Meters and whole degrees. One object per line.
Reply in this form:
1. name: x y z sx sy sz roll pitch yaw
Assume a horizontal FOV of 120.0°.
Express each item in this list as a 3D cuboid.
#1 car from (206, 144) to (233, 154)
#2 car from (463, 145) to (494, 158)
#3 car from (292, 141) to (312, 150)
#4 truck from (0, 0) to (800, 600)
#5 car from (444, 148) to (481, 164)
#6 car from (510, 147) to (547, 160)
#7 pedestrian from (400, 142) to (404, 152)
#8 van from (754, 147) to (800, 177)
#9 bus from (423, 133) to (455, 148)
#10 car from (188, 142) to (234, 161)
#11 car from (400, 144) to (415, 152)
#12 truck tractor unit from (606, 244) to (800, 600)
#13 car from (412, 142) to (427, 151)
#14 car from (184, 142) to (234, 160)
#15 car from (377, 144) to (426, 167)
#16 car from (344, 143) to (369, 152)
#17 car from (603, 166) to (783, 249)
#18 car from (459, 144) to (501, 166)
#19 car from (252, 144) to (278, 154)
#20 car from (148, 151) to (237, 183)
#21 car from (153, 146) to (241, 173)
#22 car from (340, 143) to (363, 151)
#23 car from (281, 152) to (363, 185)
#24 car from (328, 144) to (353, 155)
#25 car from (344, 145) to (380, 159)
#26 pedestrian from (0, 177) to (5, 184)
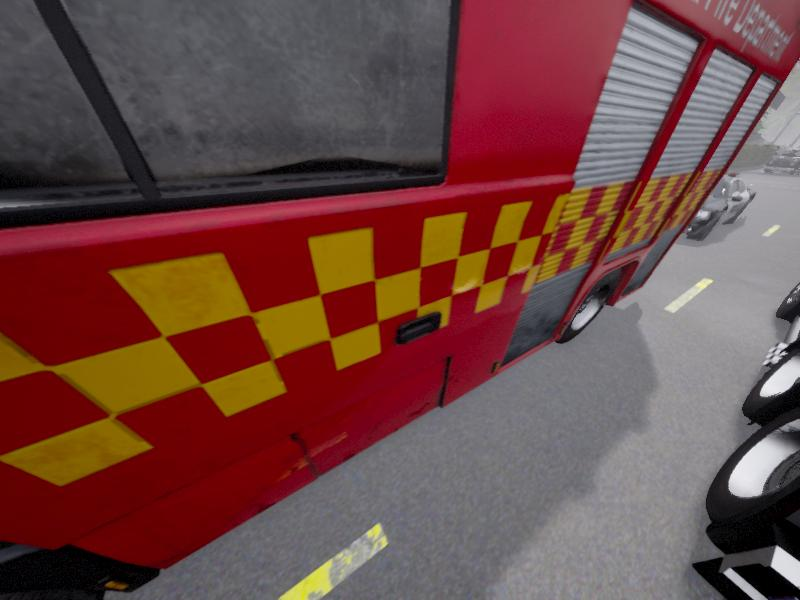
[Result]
1. car: -33.864 -28.505 43.450 3.633 1.501 1.845 -18 39 -25
2. car: 13.527 -25.869 40.156 2.033 1.649 4.856 -18 39 -24
3. car: -26.951 -42.477 63.454 4.605 1.855 1.932 -19 39 -25
4. truck: -0.402 -0.985 2.062 8.468 3.827 2.891 -18 39 -24
5. car: 7.504 -17.371 27.782 3.806 1.475 1.970 -18 39 -25
6. car: 20.192 -23.172 36.431 2.007 1.525 4.514 -18 39 -24
7. pedestrian: 0.430 -34.281 51.618 0.751 1.860 0.751 -15 38 -20
8. van: 34.913 -12.127 20.208 4.480 2.038 2.069 -7 37 -11
9. bus: 13.496 -54.769 79.349 10.273 4.253 3.944 -19 39 -25
10. car: -22.842 -18.162 28.170 3.866 1.878 1.905 -18 39 -25
11. car: 1.755 -37.608 57.052 1.970 1.475 3.806 -18 39 -24
12. truck tractor unit: 5.075 -0.335 0.830 6.516 4.208 3.053 -20 40 -26
13. car: 4.941 -38.614 58.158 1.905 1.878 3.866 -18 39 -24
14. car: -24.656 -19.470 30.070 4.605 1.855 1.932 -18 39 -25
15. car: 0.190 -15.165 24.093 4.605 1.855 1.932 -18 39 -25
16. car: -9.731 -34.384 52.012 5.027 1.636 2.152 -18 39 -25
17. car: 9.191 -3.164 7.281 4.974 1.542 2.038 -18 39 -25
18. car: 8.645 -15.781 25.011 3.866 1.878 1.905 -18 39 -25
19. car: -25.950 -29.121 44.417 3.806 1.475 1.970 -18 39 -25
20. car: -12.922 -8.591 14.783 3.806 1.475 1.970 -18 39 -25
21. car: -16.422 -11.749 19.150 5.027 1.636 2.152 -18 39 -25
22. car: -11.350 -35.918 54.218 4.514 1.523 2.007 -18 39 -25
23. car: -4.987 -8.717 15.145 4.514 1.523 2.007 -18 39 -25
24. car: -10.424 -26.338 40.436 3.633 1.501 1.845 -18 39 -25
25. car: -5.446 -21.384 33.327 4.514 1.523 2.007 -18 39 -25
26. pedestrian: -23.801 -7.283 13.294 0.500 1.100 0.500 -21 40 -27
